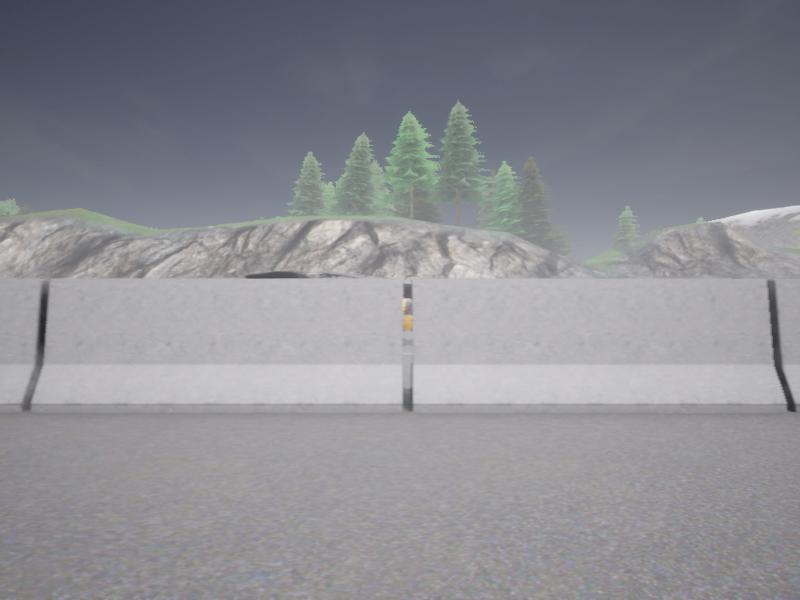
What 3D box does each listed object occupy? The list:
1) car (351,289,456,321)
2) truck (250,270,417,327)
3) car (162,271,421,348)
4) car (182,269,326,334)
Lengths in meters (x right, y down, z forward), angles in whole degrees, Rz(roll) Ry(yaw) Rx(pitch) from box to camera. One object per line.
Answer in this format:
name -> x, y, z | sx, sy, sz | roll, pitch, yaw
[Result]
car -> 0.150, 0.237, 19.700 | 4.902, 1.511, 2.128 | 0, 0, 0
truck -> -2.495, -0.056, 16.200 | 6.274, 2.098, 2.390 | 0, 0, 0
car -> -2.251, 0.201, 9.200 | 5.366, 1.575, 1.801 | 0, 0, 0
car -> -4.469, 0.048, 12.701 | 3.866, 1.878, 1.905 | 0, 0, 0
